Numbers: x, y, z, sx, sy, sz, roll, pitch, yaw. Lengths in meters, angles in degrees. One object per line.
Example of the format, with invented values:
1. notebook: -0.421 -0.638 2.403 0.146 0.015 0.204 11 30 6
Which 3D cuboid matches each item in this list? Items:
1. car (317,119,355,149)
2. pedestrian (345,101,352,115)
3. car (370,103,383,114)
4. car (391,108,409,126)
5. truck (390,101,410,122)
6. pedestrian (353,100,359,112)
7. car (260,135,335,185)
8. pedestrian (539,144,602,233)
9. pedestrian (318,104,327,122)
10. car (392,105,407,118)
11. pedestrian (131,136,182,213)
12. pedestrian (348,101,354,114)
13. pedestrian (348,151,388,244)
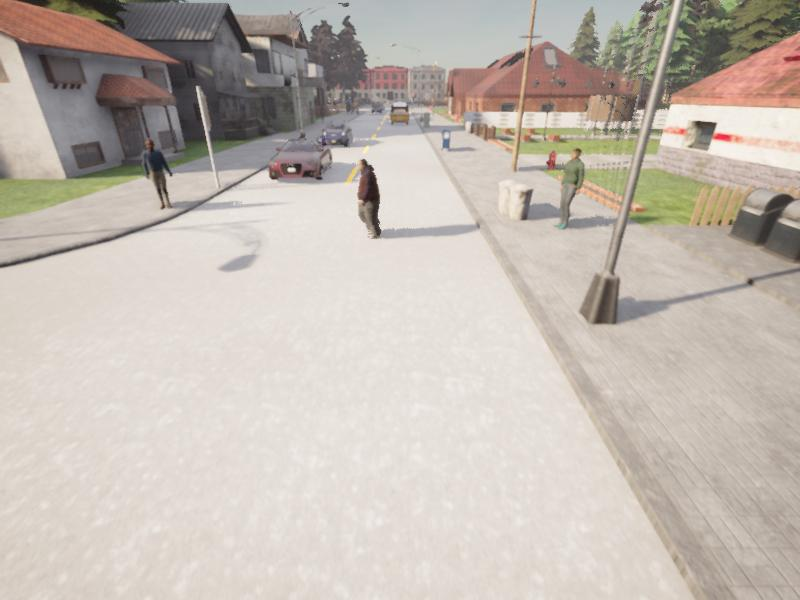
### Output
1. car: -4.013 -10.708 25.671 1.845 1.501 3.633 0 27 0
2. pedestrian: -7.894 -29.577 61.589 0.751 1.860 0.751 9 29 16
3. car: -4.033 -33.077 68.932 1.851 1.617 3.988 0 27 0
4. car: -0.020 -20.363 44.374 1.882 1.535 5.008 0 27 0
5. truck: -0.026 -24.036 50.880 2.390 2.098 6.274 0 27 0
6. pedestrian: -7.598 -33.214 68.618 0.751 1.860 0.751 3 27 5
7. car: -4.005 -5.875 16.480 1.994 1.385 4.181 0 27 0
8. pedestrian: 3.912 -2.590 9.306 0.751 1.860 0.751 -7 28 -13
9. pedestrian: -8.764 -21.188 45.333 0.751 1.860 0.751 -3 27 -6
10. car: -0.038 -27.323 57.889 2.128 1.511 4.902 0 27 0
11. pedestrian: -6.630 -3.443 10.951 0.751 1.860 0.751 -14 31 -26
12. pedestrian: -7.616 -30.040 62.486 0.751 1.860 0.751 3 27 5
13. pedestrian: -0.700 -2.268 8.906 0.751 1.860 0.751 -5 28 -9
